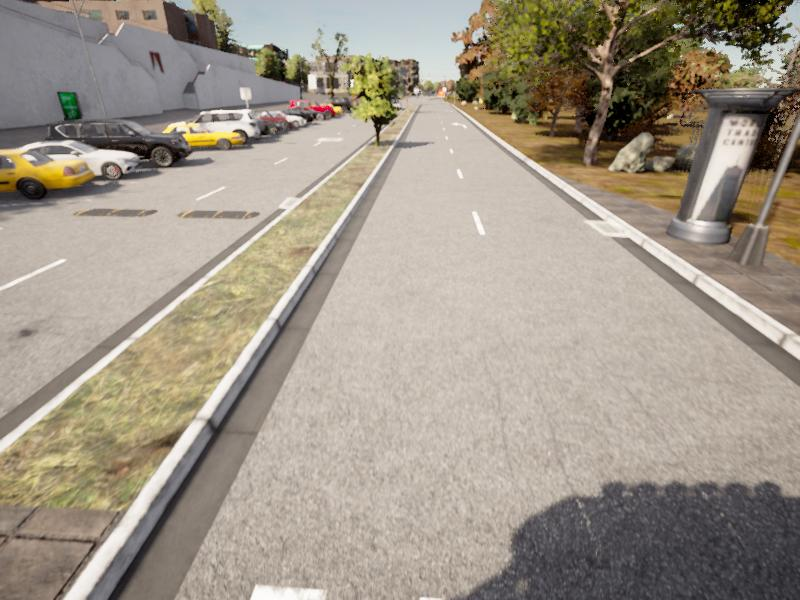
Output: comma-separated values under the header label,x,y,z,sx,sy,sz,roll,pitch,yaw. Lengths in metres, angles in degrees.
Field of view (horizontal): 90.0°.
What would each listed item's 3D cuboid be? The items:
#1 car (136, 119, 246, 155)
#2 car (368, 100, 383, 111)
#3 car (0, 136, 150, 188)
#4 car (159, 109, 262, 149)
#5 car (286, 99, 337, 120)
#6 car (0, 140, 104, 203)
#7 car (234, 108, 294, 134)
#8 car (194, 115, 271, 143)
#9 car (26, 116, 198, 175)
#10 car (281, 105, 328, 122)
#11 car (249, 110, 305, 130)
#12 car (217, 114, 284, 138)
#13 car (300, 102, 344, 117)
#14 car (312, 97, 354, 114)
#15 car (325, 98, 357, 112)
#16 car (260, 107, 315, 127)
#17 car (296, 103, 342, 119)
label,x,y,z,sx,sy,sz,roll,pitch,yaw
car,-12.123,-9.704,23.705,5.366,1.575,1.946,-8,28,-14
car,-3.986,-32.505,66.705,1.837,1.490,4.892,2,28,3
car,-12.900,-5.491,15.704,4.674,1.452,2.002,-8,28,-14
car,-12.130,-11.285,26.190,5.566,2.045,2.435,-8,29,-14
car,-10.489,-22.549,47.367,5.566,2.045,2.435,-9,29,-14
car,-13.270,-4.124,12.971,5.366,1.575,1.946,-8,28,-14
car,-11.537,-15.377,34.198,4.553,1.767,2.185,-8,29,-14
car,-11.928,-12.431,28.968,4.792,1.488,2.163,-8,29,-14
car,-12.673,-7.132,18.245,5.566,2.045,2.435,-8,28,-14
car,-10.683,-20.891,44.855,4.792,1.488,2.163,-9,29,-14
car,-11.308,-16.642,36.926,4.674,1.452,2.002,-8,29,-14
car,-11.705,-13.829,31.641,4.674,1.452,2.002,-8,28,-14
car,-10.291,-25.110,52.708,5.366,1.575,1.946,-9,29,-14
car,-9.745,-28.157,57.916,5.566,2.045,2.435,-8,29,-14
car,-9.290,-30.854,63.288,4.553,1.767,2.185,-8,29,-14
car,-11.100,-18.086,39.548,5.008,1.535,2.097,-9,29,-14
car,-10.134,-23.761,50.160,5.366,1.575,1.946,-8,29,-14
